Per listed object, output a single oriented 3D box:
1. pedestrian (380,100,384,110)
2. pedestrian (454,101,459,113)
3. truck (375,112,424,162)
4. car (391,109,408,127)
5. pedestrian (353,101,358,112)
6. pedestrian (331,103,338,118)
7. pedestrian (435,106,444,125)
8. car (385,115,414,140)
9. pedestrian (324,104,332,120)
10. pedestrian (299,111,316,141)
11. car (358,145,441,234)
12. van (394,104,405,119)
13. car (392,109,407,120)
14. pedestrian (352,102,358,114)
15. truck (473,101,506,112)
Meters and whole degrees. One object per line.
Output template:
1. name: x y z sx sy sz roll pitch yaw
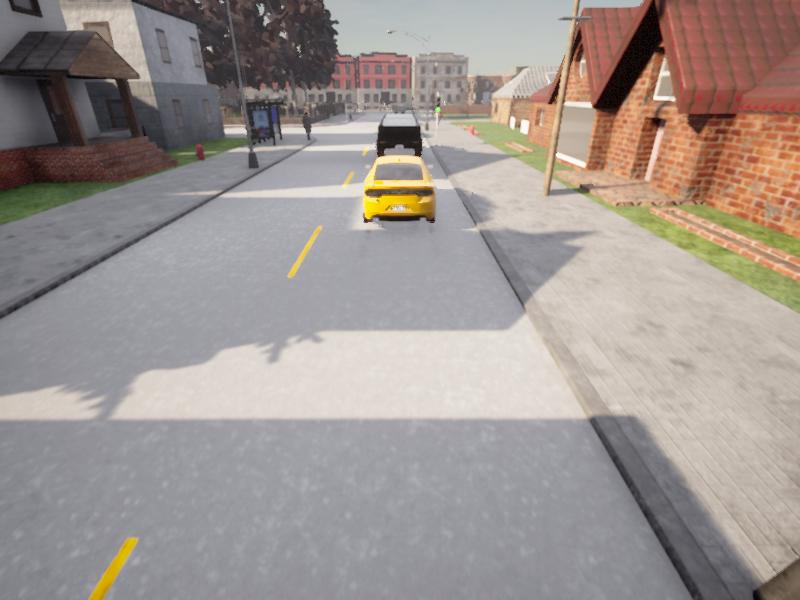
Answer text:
1. pedestrian: -3.875 -42.145 86.556 0.751 1.860 0.751 -1 27 -1
2. pedestrian: 10.225 -35.098 72.758 0.751 1.860 0.751 1 27 1
3. truck: -0.029 -9.339 22.563 2.390 2.098 6.274 0 27 0
4. car: -0.047 -19.889 43.684 1.851 1.617 3.988 0 27 0
5. pedestrian: -8.361 -36.659 75.871 0.751 1.860 0.751 3 27 5
6. pedestrian: -9.325 -26.828 56.694 0.751 1.860 0.751 0 27 0
7. pedestrian: 4.339 -20.358 44.024 0.751 1.860 0.751 10 29 19
8. car: -0.038 -14.038 32.376 2.128 1.511 4.902 0 27 0
9. pedestrian: -9.230 -24.186 51.541 0.751 1.860 0.751 -1 27 -2
10. pedestrian: -6.595 -12.446 28.591 0.751 1.860 0.751 11 29 21
11. car: -0.017 -3.448 11.687 1.882 1.535 5.008 0 27 0
12. van: -0.067 -29.298 62.105 1.775 1.987 4.442 0 27 0
13. car: -0.067 -25.673 55.309 1.895 1.301 4.718 0 27 0
14. pedestrian: -7.702 -32.747 68.237 0.751 1.860 0.751 1 27 3
15. truck: 18.666 -40.381 83.535 6.274 2.098 2.390 0 27 0
